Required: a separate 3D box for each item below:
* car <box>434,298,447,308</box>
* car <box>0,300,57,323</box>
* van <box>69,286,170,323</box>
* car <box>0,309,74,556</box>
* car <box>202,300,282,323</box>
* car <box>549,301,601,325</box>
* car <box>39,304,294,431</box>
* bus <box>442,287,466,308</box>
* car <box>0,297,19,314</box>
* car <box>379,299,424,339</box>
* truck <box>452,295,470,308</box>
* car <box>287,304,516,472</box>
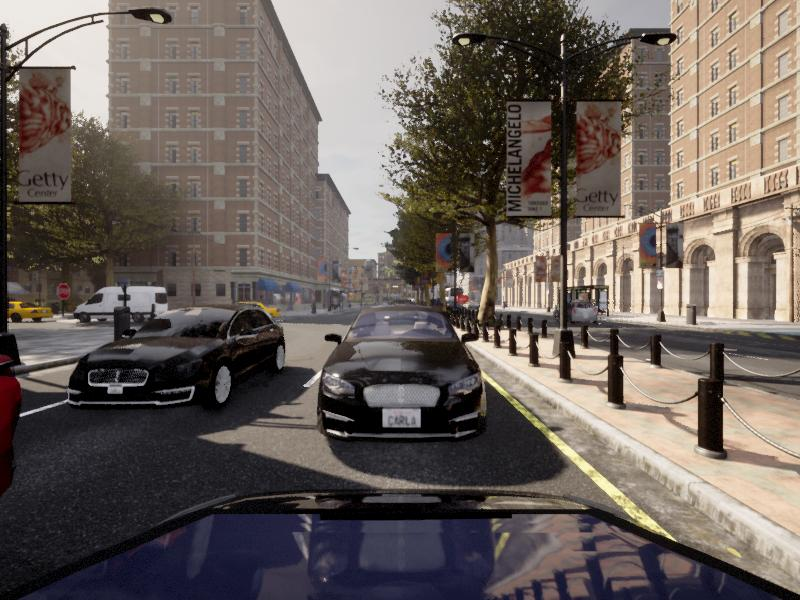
[{"bbox_3d":[8.277,0.572,82.184,2.150,2.045,5.566,0,0,0],"label":"car"},{"bbox_3d":[-28.277,0.801,28.894,5.366,1.575,1.801,0,0,-1],"label":"car"},{"bbox_3d":[-20.213,0.322,29.025,5.915,2.561,1.988,0,0,-2],"label":"van"},{"bbox_3d":[-3.495,0.828,0.791,2.007,1.525,4.514,0,0,0],"label":"car"},{"bbox_3d":[-11.687,0.802,29.802,5.366,1.575,1.801,0,0,-23],"label":"car"},{"bbox_3d":[11.592,0.827,26.745,1.845,1.501,3.633,0,0,0],"label":"car"},{"bbox_3d":[-3.503,0.844,7.332,1.837,1.490,4.892,0,0,0],"label":"car"},{"bbox_3d":[11.676,-0.538,88.180,3.944,4.253,10.273,0,0,0],"label":"bus"},{"bbox_3d":[-44.864,0.646,44.182,1.905,1.878,3.866,0,0,0],"label":"car"},{"bbox_3d":[0.061,0.789,18.438,1.851,1.617,3.988,0,0,0],"label":"car"},{"bbox_3d":[11.761,0.355,77.396,2.627,2.467,5.204,0,0,0],"label":"truck"},{"bbox_3d":[0.023,0.836,6.166,2.128,1.511,4.902,0,0,0],"label":"car"}]
